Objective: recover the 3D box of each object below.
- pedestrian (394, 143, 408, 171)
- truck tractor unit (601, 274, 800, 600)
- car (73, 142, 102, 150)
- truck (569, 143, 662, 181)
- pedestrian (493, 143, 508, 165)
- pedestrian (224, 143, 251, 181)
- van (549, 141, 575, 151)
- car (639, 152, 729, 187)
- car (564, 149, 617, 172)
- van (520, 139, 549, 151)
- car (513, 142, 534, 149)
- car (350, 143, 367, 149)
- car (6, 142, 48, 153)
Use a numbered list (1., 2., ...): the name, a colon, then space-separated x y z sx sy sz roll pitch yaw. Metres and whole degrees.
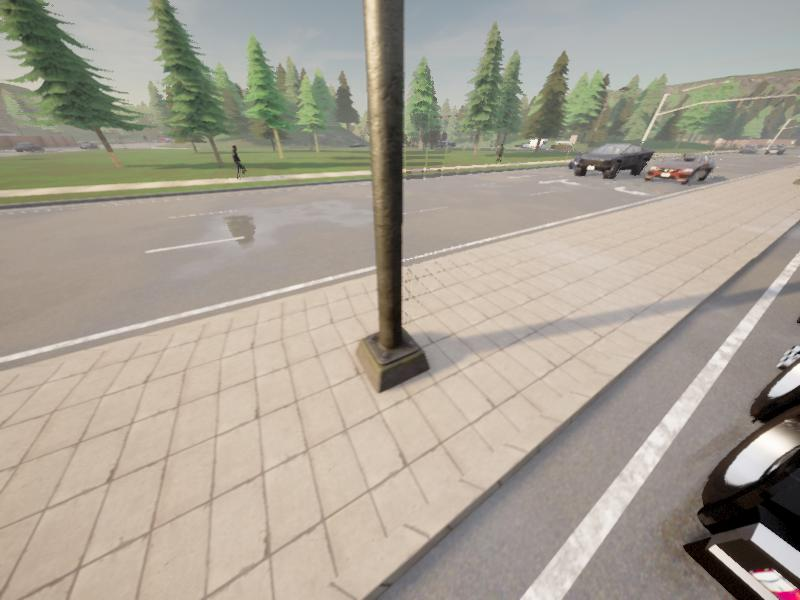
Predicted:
1. pedestrian: 0.059 -11.289 18.278 0.751 1.860 0.751 -17 39 -23
2. truck tractor unit: 5.123 -0.289 0.756 6.516 4.208 3.053 -18 39 -23
3. car: -69.872 -34.558 51.818 2.128 1.511 4.902 -18 39 -24
4. truck: 16.017 -10.371 17.187 6.274 2.098 2.390 -18 39 -24
5. pedestrian: 10.074 -14.682 23.231 0.751 1.860 0.751 -23 41 -30
6. pedestrian: -9.662 -8.232 13.809 0.751 1.860 0.751 -18 39 -24
7. van: 40.986 -39.041 58.621 2.069 2.038 4.480 -17 38 -24
8. car: 18.799 -8.769 15.326 5.027 1.651 2.152 -18 39 -24
9. car: 17.634 -12.995 21.400 3.988 1.617 1.851 -18 39 -24
10. van: 35.344 -40.975 60.878 1.988 2.561 5.915 -17 39 -24
11. car: 37.357 -46.736 69.994 1.930 1.638 5.238 -17 39 -24
12. car: -12.199 -45.661 68.346 4.718 1.301 1.895 -28 44 -35
13. car: -66.821 -27.407 41.517 1.837 1.490 4.892 -18 39 -24
